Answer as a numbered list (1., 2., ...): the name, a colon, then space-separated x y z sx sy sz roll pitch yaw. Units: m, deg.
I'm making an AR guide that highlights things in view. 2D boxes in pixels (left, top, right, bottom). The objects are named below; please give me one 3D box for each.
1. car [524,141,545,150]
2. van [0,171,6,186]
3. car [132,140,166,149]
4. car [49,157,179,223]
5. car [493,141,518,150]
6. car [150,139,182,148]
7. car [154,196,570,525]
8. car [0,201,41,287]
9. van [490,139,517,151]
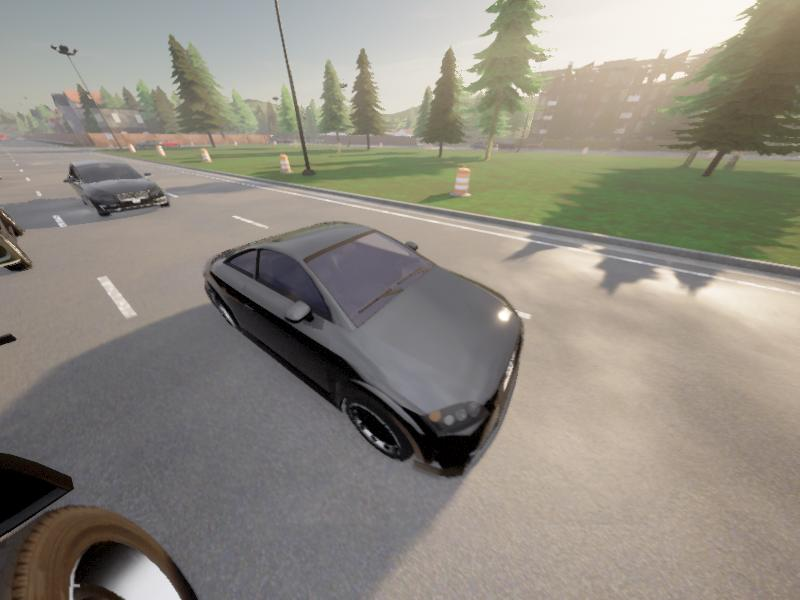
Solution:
1. car: 30.900 -35.588 53.252 3.705 1.549 1.789 22 41 28
2. van: -23.811 -7.417 12.487 4.442 1.987 1.775 23 41 28
3. car: -54.411 -33.880 50.187 2.007 1.525 4.514 12 37 17
4. car: -10.646 -4.275 8.575 4.892 1.490 1.837 22 41 28
5. car: 24.374 -35.785 53.497 4.611 1.667 2.242 22 41 28
6. car: -55.629 -37.358 55.035 2.242 1.667 4.611 15 38 20
7. car: -0.675 -0.122 2.885 4.181 1.385 1.994 22 41 27
8. car: -9.697 -1.471 4.499 5.027 1.651 2.152 22 41 28
9. van: 21.452 -32.228 48.047 4.442 1.987 1.775 22 41 28
